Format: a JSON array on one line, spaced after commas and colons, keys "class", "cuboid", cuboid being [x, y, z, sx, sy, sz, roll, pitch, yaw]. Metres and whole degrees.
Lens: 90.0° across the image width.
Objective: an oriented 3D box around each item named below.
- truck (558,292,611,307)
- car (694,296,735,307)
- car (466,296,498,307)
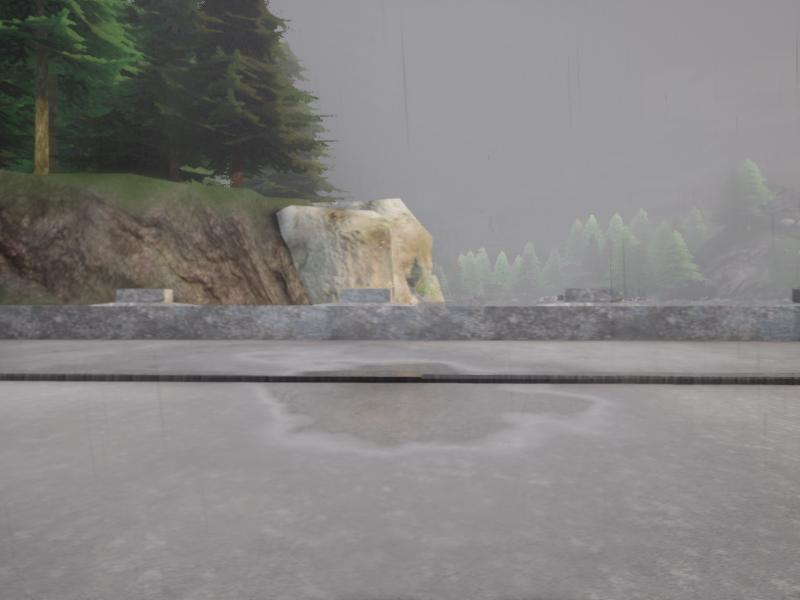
[{"class": "truck", "cuboid": [25.543, -0.059, 55.623, 6.274, 2.098, 2.390, 0, 0, 1]}, {"class": "car", "cuboid": [43.392, 0.244, 55.195, 4.193, 1.474, 1.816, 0, 0, 1]}, {"class": "car", "cuboid": [11.467, 0.255, 55.965, 4.193, 1.474, 1.816, 0, 0, 1]}]
